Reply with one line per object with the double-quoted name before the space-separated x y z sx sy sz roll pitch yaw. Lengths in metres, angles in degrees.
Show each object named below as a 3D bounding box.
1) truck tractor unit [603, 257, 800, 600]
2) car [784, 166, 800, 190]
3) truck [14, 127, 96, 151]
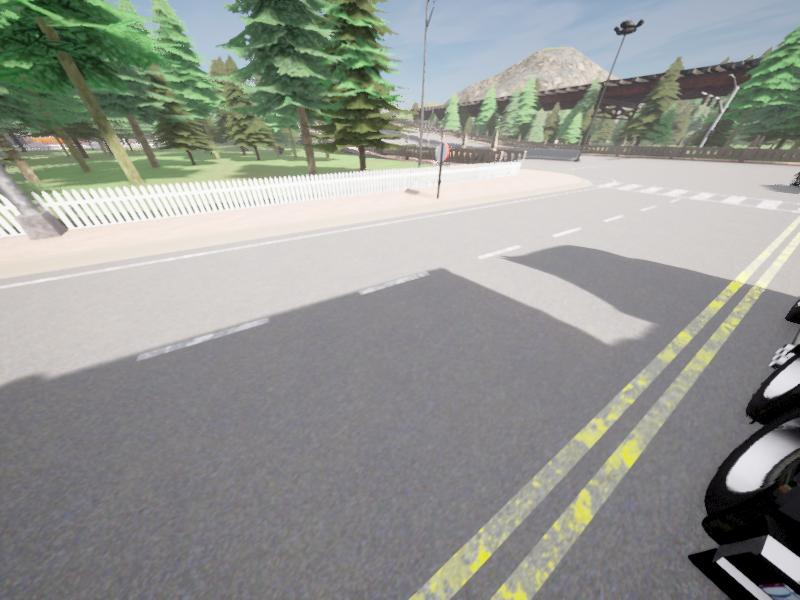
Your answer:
"truck tractor unit" 5.096 -0.315 0.797 6.516 4.208 3.053 -19 39 -25
"car" 24.047 -6.853 12.480 2.097 1.767 4.553 29 44 34
"truck" -72.237 -34.015 48.805 2.891 3.827 8.468 9 36 13
